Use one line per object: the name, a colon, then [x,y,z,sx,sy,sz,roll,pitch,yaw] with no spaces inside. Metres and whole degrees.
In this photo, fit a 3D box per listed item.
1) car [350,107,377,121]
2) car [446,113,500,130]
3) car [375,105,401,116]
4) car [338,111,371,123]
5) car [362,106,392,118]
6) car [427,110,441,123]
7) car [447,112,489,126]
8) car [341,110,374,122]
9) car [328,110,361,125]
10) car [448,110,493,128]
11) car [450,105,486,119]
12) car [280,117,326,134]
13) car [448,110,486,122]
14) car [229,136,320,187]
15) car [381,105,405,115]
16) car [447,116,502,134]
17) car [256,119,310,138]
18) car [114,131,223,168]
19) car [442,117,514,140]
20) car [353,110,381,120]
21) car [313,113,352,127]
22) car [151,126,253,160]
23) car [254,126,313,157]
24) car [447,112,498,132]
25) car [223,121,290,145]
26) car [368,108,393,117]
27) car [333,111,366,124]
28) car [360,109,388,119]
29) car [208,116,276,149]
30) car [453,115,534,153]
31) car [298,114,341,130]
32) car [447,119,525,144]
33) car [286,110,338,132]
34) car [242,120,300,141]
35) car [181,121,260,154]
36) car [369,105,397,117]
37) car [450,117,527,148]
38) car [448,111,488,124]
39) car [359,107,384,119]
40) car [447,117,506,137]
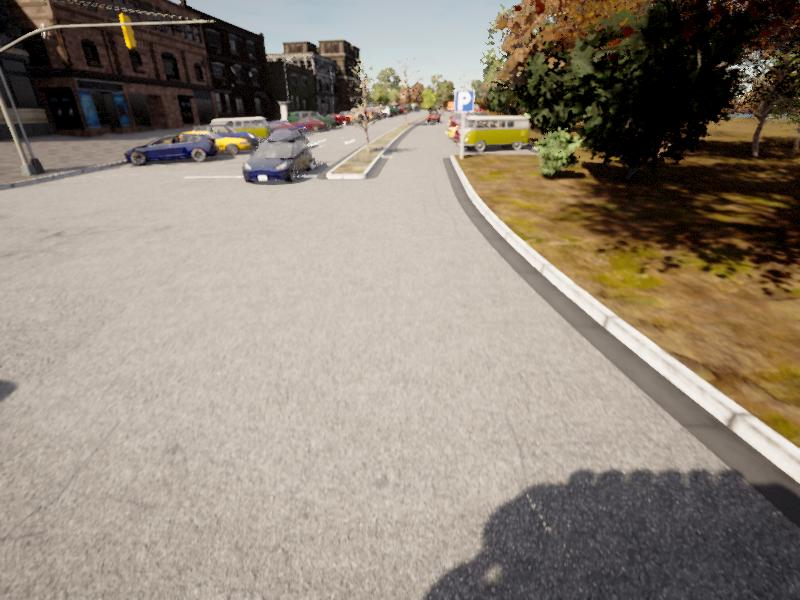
car: [-6.449,-32.907,70.719,4.442,1.987,1.878,-7,26,-9]
car: [7.914,-19.560,43.831,5.366,1.575,1.946,-6,27,-12]
car: [-2.686,-43.555,91.929,5.566,2.045,2.435,-6,26,-9]
car: [-7.496,-30.025,65.474,5.008,1.535,2.097,-7,26,-9]
car: [-4.668,-38.231,81.303,5.566,2.045,2.435,-7,27,-9]
car: [5.027,-27.143,59.103,1.851,1.617,3.988,3,27,8]
car: [8.745,-23.452,51.684,4.792,1.488,2.163,-6,27,-11]
car: [-7.207,-31.336,68.099,5.366,1.575,1.946,-7,27,-9]
car: [-8.351,-27.464,60.071,4.553,1.767,2.185,-7,27,-10]
car: [8.095,-20.966,46.369,4.553,1.767,2.185,-6,27,-12]
car: [11.792,-32.913,69.948,5.566,2.045,2.435,-5,27,-10]
car: [-10.627,-19.276,44.053,4.674,1.452,2.002,-8,27,-12]
car: [9.963,-27.427,59.559,5.008,1.535,2.097,-5,27,-10]
car: [-5.139,-6.091,17.295,2.163,1.488,4.792,1,26,3]
car: [-1.717,-46.213,97.236,5.566,2.045,2.435,-6,26,-9]
car: [7.125,-16.866,38.539,4.674,1.452,2.002,-7,27,-13]
car: [-11.242,-16.594,38.679,4.674,1.452,2.002,-8,27,-12]
car: [-12.816,-8.557,22.556,4.792,1.488,2.163,-9,28,-14]
car: [6.417,-14.244,33.196,5.366,1.575,1.946,-7,28,-13]
car: [-6.107,-33.990,73.463,4.792,1.488,2.163,-7,27,-9]
car: [-9.192,-24.674,54.770,5.008,1.535,2.097,-7,27,-11]
car: [-12.273,-9.942,25.231,5.366,1.575,1.946,-9,27,-14]
car: [-7.540,-10.619,26.583,2.033,1.411,5.357,1,27,4]
car: [7.392,-18.329,41.096,4.553,1.767,2.185,-6,27,-12]
car: [-11.786,-13.942,33.276,4.892,1.521,2.231,-9,27,-13]
car: [-4.155,-39.340,84.075,5.008,1.535,2.097,-6,26,-9]
car: [-7.924,-28.687,62.801,4.892,1.521,2.231,-7,27,-10]
car: [-5.120,-36.683,78.771,5.008,1.535,2.097,-6,26,-9]
car: [-11.917,-12.820,30.509,4.442,1.987,1.878,-9,27,-13]
car: [5.808,-10.494,25.188,4.442,1.987,1.878,-7,28,-14]
car: [-9.956,-21.996,49.413,5.008,1.535,2.097,-8,27,-11]
car: [6.531,-12.971,30.647,5.366,1.575,1.946,-7,27,-13]
car: [-10.281,-20.886,46.624,5.566,2.045,2.435,-8,27,-12]
car: [-11.513,-15.249,35.983,4.674,1.452,2.002,-8,27,-13]
car: [-12.280,-11.364,27.823,4.553,1.767,2.185,-9,27,-14]
car: [-3.704,-40.887,86.605,5.566,2.045,2.435,-6,27,-9]
car: [6.093,-11.736,27.900,4.553,1.767,2.185,-7,27,-14]
car: [9.189,-24.777,54.332,4.792,1.488,2.163,-6,27,-11]
car: [-5.493,-35.570,76.037,4.442,1.987,1.878,-7,26,-9]
car: [6.851,-15.548,35.902,4.674,1.452,2.002,-7,27,-13]
